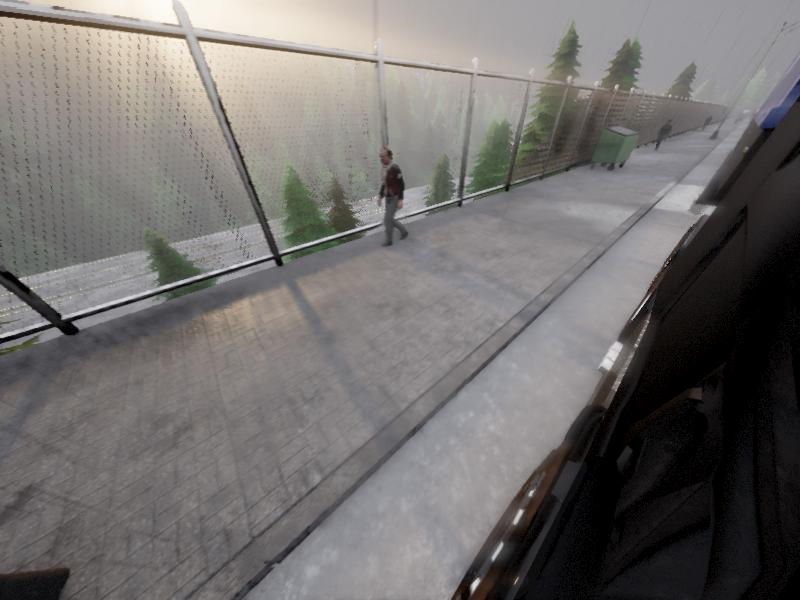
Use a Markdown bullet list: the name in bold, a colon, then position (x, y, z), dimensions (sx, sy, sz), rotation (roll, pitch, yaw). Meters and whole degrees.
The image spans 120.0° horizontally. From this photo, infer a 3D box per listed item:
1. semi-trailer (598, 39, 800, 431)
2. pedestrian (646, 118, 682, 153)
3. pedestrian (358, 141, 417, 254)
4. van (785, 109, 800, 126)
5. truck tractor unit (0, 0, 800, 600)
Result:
- **semi-trailer**: position (8.693, -3.609, 4.233), dimensions (14.254, 4.402, 2.717), rotation (-28, 44, -30)
- **pedestrian**: position (17.742, -11.083, 15.567), dimensions (0.751, 1.860, 0.751), rotation (-25, 42, -27)
- **pedestrian**: position (-0.198, -2.006, 4.586), dimensions (0.751, 1.860, 0.751), rotation (-21, 41, -23)
- **van**: position (63.142, -28.605, 36.132), dimensions (4.480, 2.038, 2.069), rotation (-28, 44, -30)
- **truck tractor unit**: position (2.645, -0.295, 0.351), dimensions (6.516, 4.208, 3.053), rotation (-28, 44, -30)
